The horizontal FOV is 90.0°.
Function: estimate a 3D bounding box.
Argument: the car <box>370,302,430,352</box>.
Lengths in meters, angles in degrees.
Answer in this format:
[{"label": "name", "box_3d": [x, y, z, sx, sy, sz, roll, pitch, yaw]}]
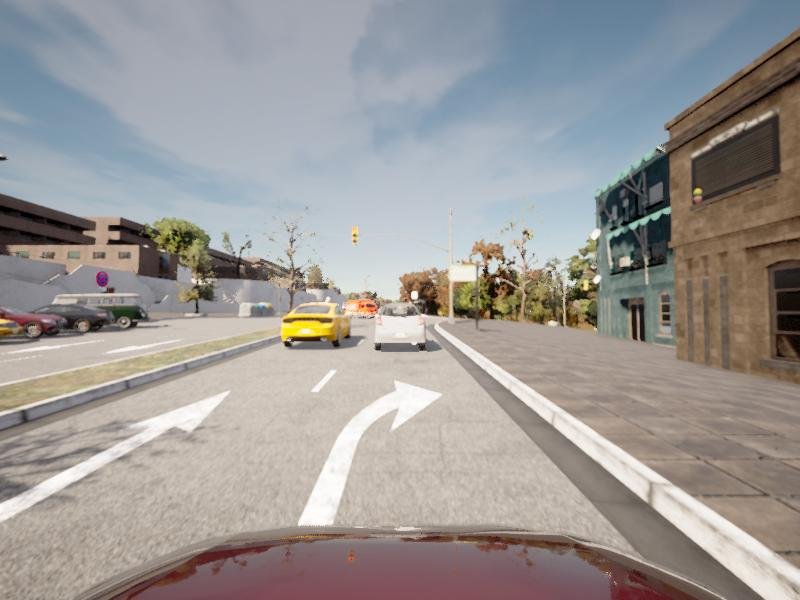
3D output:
[{"label": "car", "box_3d": [0.003, 0.847, 14.179, 1.845, 1.501, 3.633, 0, 0, 0]}]

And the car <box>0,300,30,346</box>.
[{"label": "car", "box_3d": [-16.768, 0.845, 13.917, 5.366, 1.575, 1.946, -1, 0, -20]}]

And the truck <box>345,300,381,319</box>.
[{"label": "truck", "box_3d": [-5.040, 1.250, 53.714, 2.627, 2.467, 5.204, 0, 0, -33]}]

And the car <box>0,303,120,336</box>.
[{"label": "car", "box_3d": [-16.932, 0.898, 19.805, 4.674, 1.452, 2.002, -1, 0, -20]}]

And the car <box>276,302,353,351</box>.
[{"label": "car", "box_3d": [-2.999, 0.844, 15.186, 1.882, 1.535, 5.008, 0, 0, 0]}]

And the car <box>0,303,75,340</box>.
[{"label": "car", "box_3d": [-16.942, 0.895, 16.831, 4.674, 1.452, 2.002, -1, 0, -20]}]

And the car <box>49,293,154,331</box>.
[{"label": "car", "box_3d": [-16.829, 0.635, 22.830, 4.442, 1.987, 1.878, -1, 0, -20]}]
